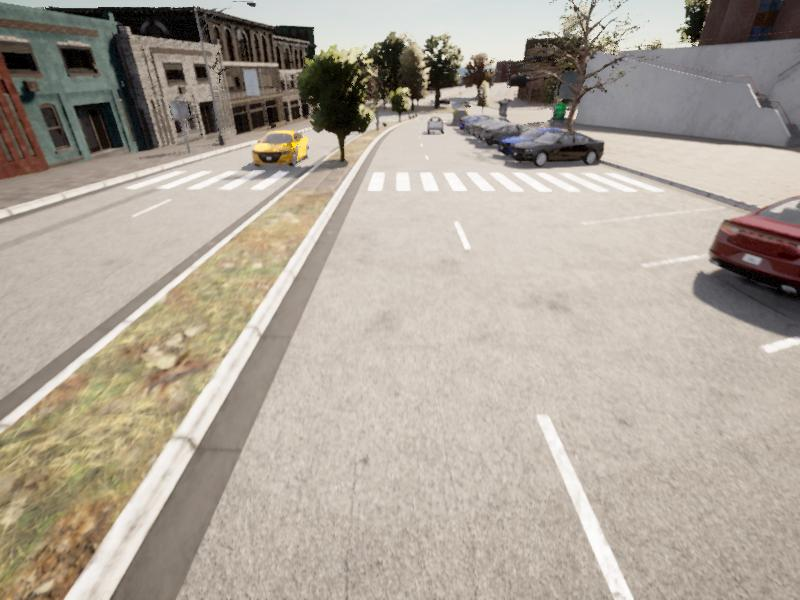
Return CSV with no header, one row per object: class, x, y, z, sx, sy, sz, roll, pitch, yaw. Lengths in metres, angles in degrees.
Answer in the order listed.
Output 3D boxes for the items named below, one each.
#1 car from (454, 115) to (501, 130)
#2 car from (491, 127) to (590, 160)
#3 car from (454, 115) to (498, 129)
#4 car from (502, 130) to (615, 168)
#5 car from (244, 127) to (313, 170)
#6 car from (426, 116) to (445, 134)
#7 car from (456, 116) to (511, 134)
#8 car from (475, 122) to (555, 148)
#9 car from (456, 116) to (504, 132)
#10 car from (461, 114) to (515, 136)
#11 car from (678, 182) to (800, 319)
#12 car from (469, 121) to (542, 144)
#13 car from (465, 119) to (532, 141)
car,9.084,-20.854,47.025,4.892,1.521,2.231,-6,27,-14
car,8.091,-9.144,23.176,5.008,1.535,2.097,-8,28,-18
car,9.369,-22.122,49.692,4.792,1.488,2.163,-5,27,-14
car,8.086,-7.828,20.522,5.008,1.535,2.097,-8,28,-18
car,-5.868,-7.692,20.068,1.882,1.535,5.008,0,26,0
car,3.681,-18.293,41.708,1.845,1.501,3.633,2,26,3
car,8.673,-18.267,41.729,5.008,1.535,2.097,-6,27,-15
car,8.120,-11.761,28.479,4.892,1.521,2.231,-8,27,-17
car,8.873,-19.523,44.390,4.674,1.452,2.002,-6,27,-14
car,8.547,-17.085,39.032,4.553,1.767,2.185,-6,27,-15
car,8.069,-1.145,7.236,5.008,1.535,2.097,-8,28,-18
car,8.176,-13.068,31.133,4.892,1.521,2.231,-7,27,-17
car,8.259,-14.371,33.785,4.892,1.521,2.231,-7,27,-16
